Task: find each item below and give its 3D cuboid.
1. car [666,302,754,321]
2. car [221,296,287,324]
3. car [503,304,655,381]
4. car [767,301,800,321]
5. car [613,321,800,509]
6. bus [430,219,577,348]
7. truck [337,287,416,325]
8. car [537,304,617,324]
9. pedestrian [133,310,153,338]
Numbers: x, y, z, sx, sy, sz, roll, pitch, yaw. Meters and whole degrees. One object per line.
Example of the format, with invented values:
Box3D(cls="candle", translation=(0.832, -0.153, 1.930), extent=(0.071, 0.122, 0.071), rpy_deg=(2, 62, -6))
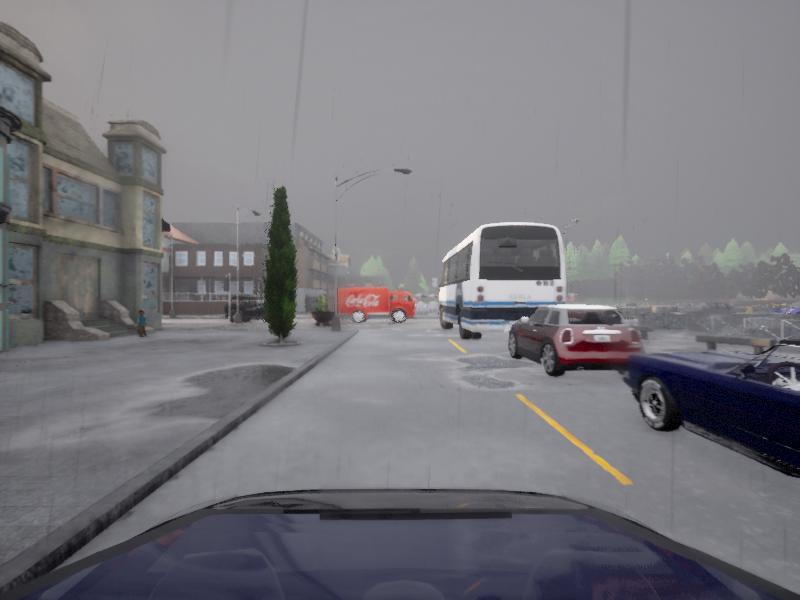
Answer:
Box3D(cls="car", translation=(24.471, 0.906, 31.731), extent=(5.357, 1.411, 2.033), rpy_deg=(0, 0, 0))
Box3D(cls="car", translation=(-10.064, 0.657, 27.718), extent=(3.866, 1.878, 1.905), rpy_deg=(0, 0, 0))
Box3D(cls="car", translation=(4.006, 0.857, 9.737), extent=(1.970, 1.475, 3.806), rpy_deg=(0, 0, 0))
Box3D(cls="car", translation=(32.294, 0.840, 31.744), extent=(4.514, 1.525, 2.007), rpy_deg=(0, 0, 0))
Box3D(cls="car", translation=(3.998, 0.945, 3.372), extent=(1.895, 1.301, 4.718), rpy_deg=(0, 0, 0))
Box3D(cls="bus", translation=(3.816, -0.527, 18.356), extent=(3.944, 4.253, 10.273), rpy_deg=(0, 0, -1))
Box3D(cls="truck", translation=(-1.555, 0.378, 27.738), extent=(5.204, 2.467, 2.627), rpy_deg=(-1, 0, 0))
Box3D(cls="car", translation=(12.197, 0.954, 27.739), extent=(4.718, 1.301, 1.895), rpy_deg=(0, 0, 0))
Box3D(cls="pedestrian", translation=(-10.060, 0.933, 15.686), extent=(0.500, 1.100, 0.500), rpy_deg=(0, 0, -6))
